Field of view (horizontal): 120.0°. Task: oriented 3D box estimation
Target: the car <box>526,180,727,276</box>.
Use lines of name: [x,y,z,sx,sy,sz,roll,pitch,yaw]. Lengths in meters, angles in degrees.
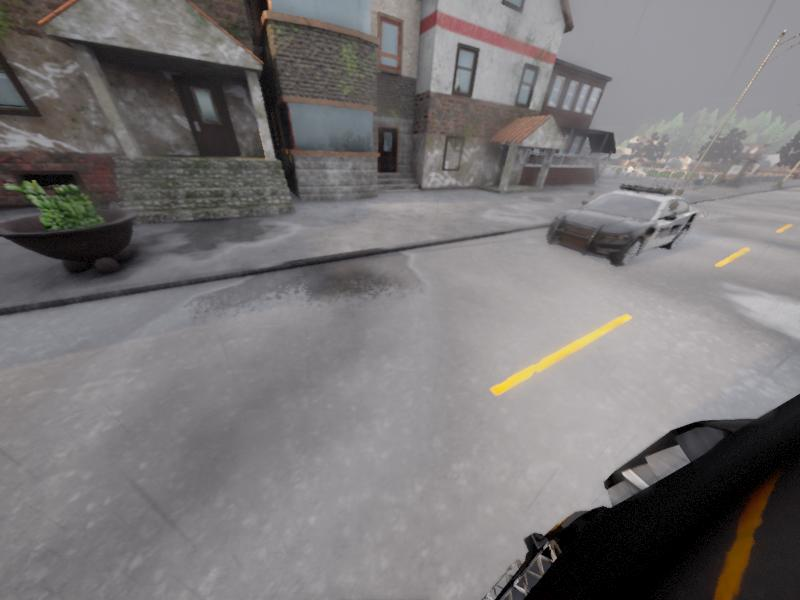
car: [6.355,-2.298,6.492,5.238,1.638,1.930,-15,37,-25]
